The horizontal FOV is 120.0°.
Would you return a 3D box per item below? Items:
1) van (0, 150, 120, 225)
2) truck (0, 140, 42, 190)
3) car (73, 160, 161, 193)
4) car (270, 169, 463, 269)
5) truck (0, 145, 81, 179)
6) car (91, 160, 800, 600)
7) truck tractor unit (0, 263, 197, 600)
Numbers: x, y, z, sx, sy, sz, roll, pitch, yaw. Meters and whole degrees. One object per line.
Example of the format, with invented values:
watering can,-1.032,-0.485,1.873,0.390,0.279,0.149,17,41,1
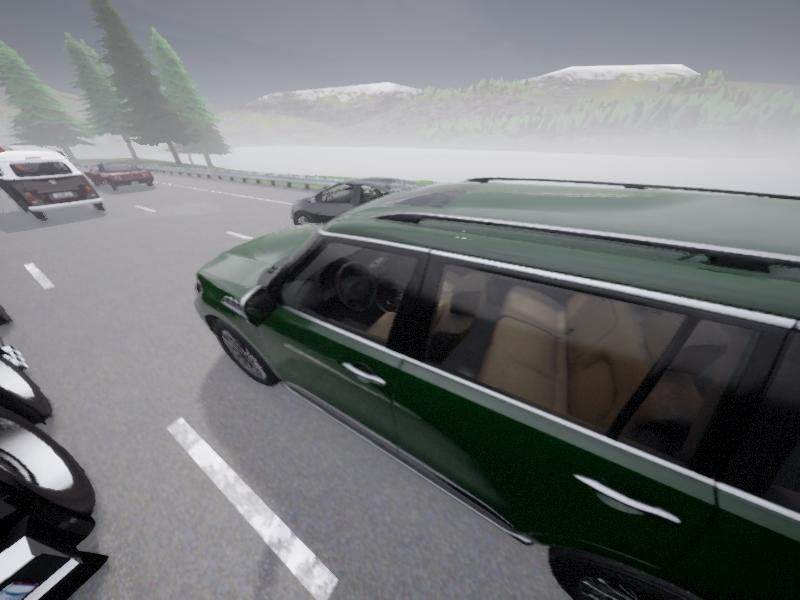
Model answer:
van,-13.593,-4.455,8.796,4.480,2.038,2.069,18,39,25
truck,-26.082,-8.375,14.223,5.204,2.467,2.627,16,38,21
car,-17.086,-7.542,13.939,4.718,1.301,1.895,17,39,24
car,-0.927,-2.439,6.207,4.514,1.525,2.007,18,39,24
truck,-30.531,-11.612,19.248,6.274,2.098,2.390,14,37,20
car,0.409,0.088,2.100,5.566,2.045,2.150,18,39,24
truck tractor unit,-5.119,-0.288,0.787,6.516,4.208,3.053,18,39,24
